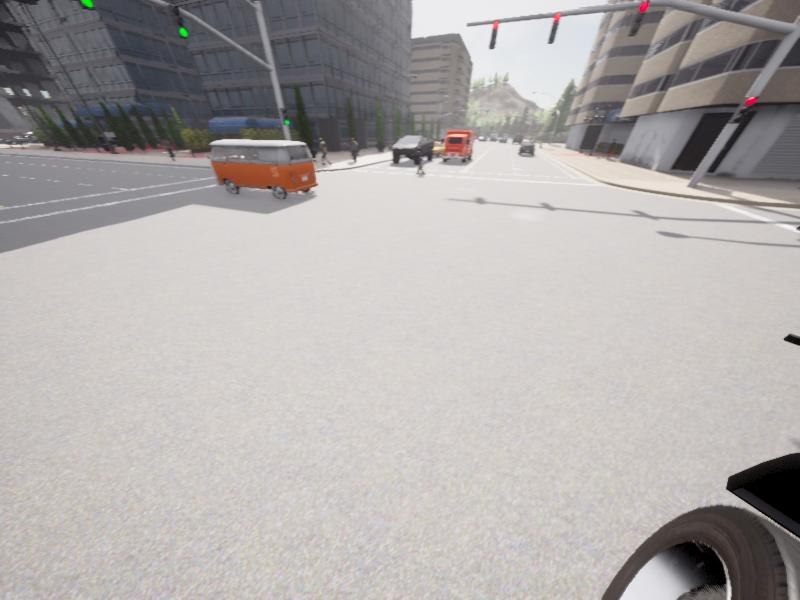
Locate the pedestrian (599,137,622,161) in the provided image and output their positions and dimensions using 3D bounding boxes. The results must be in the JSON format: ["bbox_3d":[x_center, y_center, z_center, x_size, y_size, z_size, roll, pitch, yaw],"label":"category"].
[{"bbox_3d":[20.448,-14.714,22.507,0.751,1.860,0.751,10,37,13],"label":"pedestrian"}]

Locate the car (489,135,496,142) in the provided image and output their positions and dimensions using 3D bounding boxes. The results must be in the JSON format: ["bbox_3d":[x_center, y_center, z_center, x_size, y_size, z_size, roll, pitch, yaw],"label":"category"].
[{"bbox_3d":[31.191,-54.330,77.783,1.905,1.878,3.866,13,38,16],"label":"car"}]

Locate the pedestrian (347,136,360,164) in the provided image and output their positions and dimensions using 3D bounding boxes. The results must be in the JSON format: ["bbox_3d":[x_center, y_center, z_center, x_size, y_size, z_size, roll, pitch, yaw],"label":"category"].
[{"bbox_3d":[-3.758,-12.190,18.792,0.751,1.860,0.751,-2,36,-4],"label":"pedestrian"}]

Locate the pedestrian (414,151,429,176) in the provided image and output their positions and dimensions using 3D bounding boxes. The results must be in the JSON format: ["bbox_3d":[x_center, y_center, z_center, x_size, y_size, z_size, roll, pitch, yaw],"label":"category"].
[{"bbox_3d":[1.370,-8.756,14.820,0.751,1.300,0.751,11,37,14],"label":"pedestrian"}]

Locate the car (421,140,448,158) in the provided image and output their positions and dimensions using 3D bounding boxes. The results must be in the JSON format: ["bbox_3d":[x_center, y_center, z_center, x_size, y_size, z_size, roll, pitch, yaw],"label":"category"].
[{"bbox_3d":[4.138,-17.979,27.425,1.801,1.575,5.366,13,38,17],"label":"car"}]

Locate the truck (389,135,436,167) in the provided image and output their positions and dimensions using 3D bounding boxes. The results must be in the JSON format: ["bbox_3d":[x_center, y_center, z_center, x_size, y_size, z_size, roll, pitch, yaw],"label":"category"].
[{"bbox_3d":[1.329,-13.921,21.335,2.390,2.098,6.274,13,38,17],"label":"truck"}]

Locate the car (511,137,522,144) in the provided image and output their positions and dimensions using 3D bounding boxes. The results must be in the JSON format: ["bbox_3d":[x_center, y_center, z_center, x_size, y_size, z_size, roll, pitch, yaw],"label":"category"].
[{"bbox_3d":[33.265,-45.777,66.236,2.242,1.667,4.611,13,38,16],"label":"car"}]

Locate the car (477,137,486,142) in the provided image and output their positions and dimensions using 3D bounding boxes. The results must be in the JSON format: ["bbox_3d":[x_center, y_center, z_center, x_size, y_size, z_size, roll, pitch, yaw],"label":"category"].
[{"bbox_3d":[27.582,-54.390,78.169,2.163,1.488,4.792,13,38,16],"label":"car"}]

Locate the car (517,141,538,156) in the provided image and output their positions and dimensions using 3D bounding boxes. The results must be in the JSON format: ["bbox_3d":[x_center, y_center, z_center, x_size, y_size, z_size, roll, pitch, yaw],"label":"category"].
[{"bbox_3d":[16.621,-19.911,30.330,1.812,1.442,4.674,13,37,16],"label":"car"}]

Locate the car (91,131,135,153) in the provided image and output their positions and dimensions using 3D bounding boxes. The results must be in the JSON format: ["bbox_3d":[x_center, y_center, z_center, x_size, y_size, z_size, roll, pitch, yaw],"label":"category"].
[{"bbox_3d":[-37.193,-20.733,30.188,2.390,2.098,6.274,-26,43,-31],"label":"car"}]

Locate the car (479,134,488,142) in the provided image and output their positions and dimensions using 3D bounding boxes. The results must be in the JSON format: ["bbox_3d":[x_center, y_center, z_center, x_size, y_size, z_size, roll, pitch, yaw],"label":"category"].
[{"bbox_3d":[30.523,-59.179,84.350,2.150,2.045,5.566,13,38,16],"label":"car"}]

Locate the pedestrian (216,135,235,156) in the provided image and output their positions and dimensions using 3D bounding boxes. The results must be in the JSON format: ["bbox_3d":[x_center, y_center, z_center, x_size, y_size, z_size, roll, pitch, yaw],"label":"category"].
[{"bbox_3d":[-18.495,-16.409,24.500,0.751,1.860,0.751,12,37,16],"label":"pedestrian"}]

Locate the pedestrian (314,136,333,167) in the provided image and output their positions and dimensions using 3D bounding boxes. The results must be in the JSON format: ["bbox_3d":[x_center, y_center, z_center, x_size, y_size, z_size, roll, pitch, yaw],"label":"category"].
[{"bbox_3d":[-5.609,-10.933,17.035,0.751,1.860,0.751,11,37,14],"label":"pedestrian"}]

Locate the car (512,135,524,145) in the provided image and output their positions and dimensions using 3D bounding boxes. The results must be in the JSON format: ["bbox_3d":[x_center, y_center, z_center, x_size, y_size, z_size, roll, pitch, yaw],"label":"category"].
[{"bbox_3d":[29.797,-40.622,58.571,2.150,2.045,5.566,13,37,16],"label":"car"}]

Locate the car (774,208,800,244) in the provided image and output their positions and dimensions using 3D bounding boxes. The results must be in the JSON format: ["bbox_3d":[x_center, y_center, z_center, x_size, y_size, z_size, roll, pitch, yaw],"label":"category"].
[{"bbox_3d":[12.105,-1.418,4.734,4.181,1.385,1.994,12,38,16],"label":"car"}]

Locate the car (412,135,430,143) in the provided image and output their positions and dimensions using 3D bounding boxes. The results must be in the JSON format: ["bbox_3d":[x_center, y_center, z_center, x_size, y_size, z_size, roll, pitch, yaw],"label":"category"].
[{"bbox_3d":[5.845,-44.297,63.630,4.553,1.767,2.097,13,38,17],"label":"car"}]

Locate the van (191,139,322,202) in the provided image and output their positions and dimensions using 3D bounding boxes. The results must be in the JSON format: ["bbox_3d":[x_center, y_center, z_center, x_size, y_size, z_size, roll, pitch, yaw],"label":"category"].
[{"bbox_3d":[-5.923,-5.594,9.827,4.442,1.987,1.775,12,37,16],"label":"van"}]

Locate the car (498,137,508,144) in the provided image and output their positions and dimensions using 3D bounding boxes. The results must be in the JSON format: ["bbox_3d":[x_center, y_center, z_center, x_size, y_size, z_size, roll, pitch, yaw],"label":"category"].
[{"bbox_3d":[28.924,-44.879,64.906,2.038,1.542,4.974,13,38,16],"label":"car"}]

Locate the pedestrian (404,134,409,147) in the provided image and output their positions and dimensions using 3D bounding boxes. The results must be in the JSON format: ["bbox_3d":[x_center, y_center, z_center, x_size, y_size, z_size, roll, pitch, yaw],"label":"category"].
[{"bbox_3d":[1.181,-29.823,43.207,0.751,1.860,0.751,12,37,16],"label":"pedestrian"}]

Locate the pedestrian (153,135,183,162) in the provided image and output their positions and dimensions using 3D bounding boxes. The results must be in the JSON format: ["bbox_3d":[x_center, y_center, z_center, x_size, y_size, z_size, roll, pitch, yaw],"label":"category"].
[{"bbox_3d":[-19.196,-12.546,19.148,0.751,1.860,0.751,11,37,14],"label":"pedestrian"}]

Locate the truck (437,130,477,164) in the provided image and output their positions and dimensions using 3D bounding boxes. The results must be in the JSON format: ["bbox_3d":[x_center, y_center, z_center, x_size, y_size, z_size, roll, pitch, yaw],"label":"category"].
[{"bbox_3d":[5.654,-14.940,22.468,2.627,2.467,5.204,13,38,16],"label":"truck"}]

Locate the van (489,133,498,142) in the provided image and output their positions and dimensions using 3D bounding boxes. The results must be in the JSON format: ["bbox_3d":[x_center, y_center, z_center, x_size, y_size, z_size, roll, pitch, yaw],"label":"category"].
[{"bbox_3d":[34.214,-59.251,84.143,2.351,2.431,6.366,13,38,16],"label":"van"}]
